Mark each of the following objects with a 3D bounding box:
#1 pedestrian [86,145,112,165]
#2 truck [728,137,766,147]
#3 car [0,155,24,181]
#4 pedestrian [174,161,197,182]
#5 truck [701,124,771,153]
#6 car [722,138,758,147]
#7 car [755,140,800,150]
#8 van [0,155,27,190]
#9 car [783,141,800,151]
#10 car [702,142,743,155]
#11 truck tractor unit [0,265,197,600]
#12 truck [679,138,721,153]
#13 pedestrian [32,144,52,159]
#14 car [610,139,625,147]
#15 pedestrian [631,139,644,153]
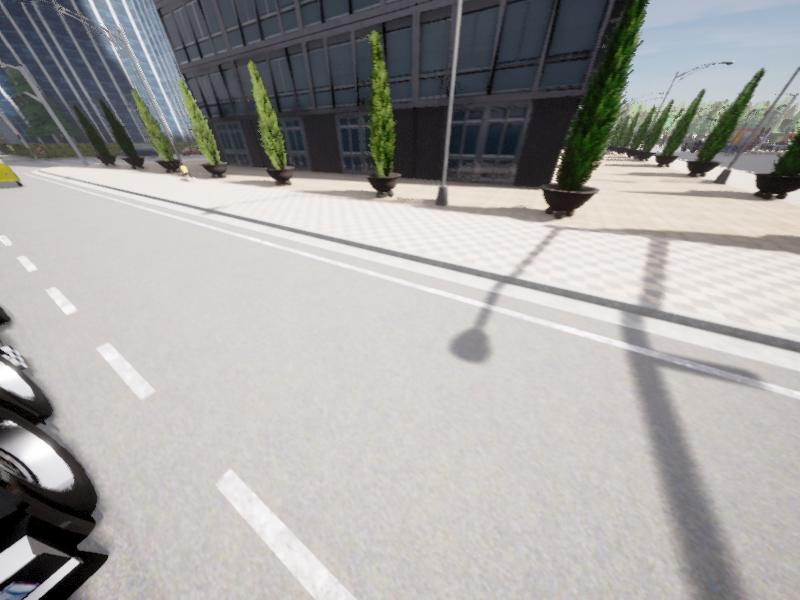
[{"bbox_3d":[-32.721,-15.783,25.119,0.751,1.860,0.751,14,37,20],"label":"pedestrian"},{"bbox_3d":[87.331,-39.776,58.182,4.478,2.038,2.069,18,39,24],"label":"truck"},{"bbox_3d":[-30.604,-9.772,17.055,4.514,1.525,2.007,18,39,24],"label":"car"},{"bbox_3d":[-13.330,-7.978,14.353,0.500,1.100,0.500,17,39,24],"label":"pedestrian"},{"bbox_3d":[57.847,-28.020,40.226,2.891,3.827,8.468,17,39,24],"label":"truck"},{"bbox_3d":[88.719,-41.157,60.318,4.605,1.855,1.932,18,39,24],"label":"car"},{"bbox_3d":[79.710,-32.579,48.652,4.611,1.667,2.242,18,39,24],"label":"car"},{"bbox_3d":[-25.399,-8.058,14.131,4.442,1.987,1.775,21,40,27],"label":"van"},{"bbox_3d":[80.017,-30.164,45.205,4.892,1.490,1.837,18,39,24],"label":"car"},{"bbox_3d":[50.835,-24.026,36.567,1.882,1.535,5.008,18,39,24],"label":"car"},{"bbox_3d":[-5.119,-0.291,0.783,6.516,4.208,3.053,18,39,24],"label":"truck tractor unit"},{"bbox_3d":[55.135,-28.621,42.633,2.390,2.098,6.274,17,39,24],"label":"truck"},{"bbox_3d":[-55.374,-23.006,35.748,0.751,1.860,0.751,18,39,25],"label":"pedestrian"},{"bbox_3d":[64.904,-46.805,68.908,2.097,1.767,4.553,18,39,24],"label":"car"},{"bbox_3d":[39.639,-25.730,38.546,0.751,1.860,0.751,22,41,29],"label":"pedestrian"}]
